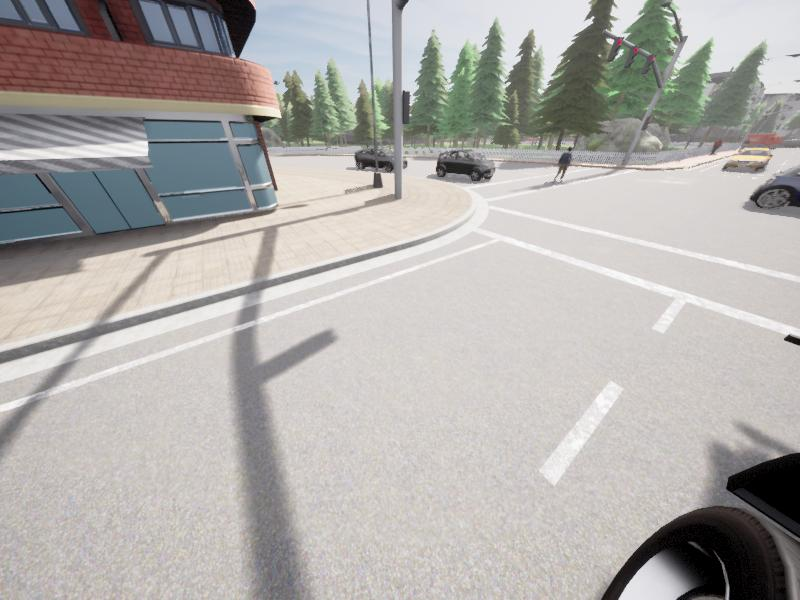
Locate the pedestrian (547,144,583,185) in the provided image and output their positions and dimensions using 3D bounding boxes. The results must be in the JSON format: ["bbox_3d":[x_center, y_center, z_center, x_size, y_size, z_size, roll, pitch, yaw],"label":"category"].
[{"bbox_3d":[8.875,-7.328,12.512,0.751,1.860,0.751,-19,39,-24],"label":"pedestrian"}]

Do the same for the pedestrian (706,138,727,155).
[{"bbox_3d":[40.863,-19.814,29.840,0.751,1.860,0.751,-22,41,-28],"label":"pedestrian"}]

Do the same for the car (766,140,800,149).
[{"bbox_3d":[81.990,-32.725,48.552,4.902,1.511,2.128,14,38,20],"label":"car"}]

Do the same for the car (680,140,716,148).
[{"bbox_3d":[70.315,-36.986,54.629,1.837,1.490,4.892,-21,40,-27],"label":"car"}]

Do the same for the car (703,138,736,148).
[{"bbox_3d":[74.782,-36.917,54.181,1.905,1.878,3.866,-21,40,-27],"label":"car"}]

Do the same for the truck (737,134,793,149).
[{"bbox_3d":[74.286,-32.420,47.278,2.627,2.467,5.204,2,35,3],"label":"truck"}]

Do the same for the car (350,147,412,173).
[{"bbox_3d":[-1.548,-11.238,18.459,4.514,1.525,2.007,21,40,27],"label":"car"}]

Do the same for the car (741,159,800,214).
[{"bbox_3d":[15.003,-3.637,7.663,1.970,1.475,3.806,-23,41,-29],"label":"car"}]

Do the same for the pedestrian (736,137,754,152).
[{"bbox_3d":[53.442,-24.066,35.788,0.751,1.860,0.751,-22,40,-27],"label":"pedestrian"}]

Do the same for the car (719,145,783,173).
[{"bbox_3d":[27.847,-11.244,18.313,5.366,1.575,1.801,-21,40,-27],"label":"car"}]

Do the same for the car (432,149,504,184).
[{"bbox_3d":[4.096,-8.458,14.449,1.789,1.549,3.705,-30,45,-35],"label":"car"}]

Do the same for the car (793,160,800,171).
[{"bbox_3d":[33.613,-11.118,18.181,4.792,1.488,2.163,-22,41,-28],"label":"car"}]
